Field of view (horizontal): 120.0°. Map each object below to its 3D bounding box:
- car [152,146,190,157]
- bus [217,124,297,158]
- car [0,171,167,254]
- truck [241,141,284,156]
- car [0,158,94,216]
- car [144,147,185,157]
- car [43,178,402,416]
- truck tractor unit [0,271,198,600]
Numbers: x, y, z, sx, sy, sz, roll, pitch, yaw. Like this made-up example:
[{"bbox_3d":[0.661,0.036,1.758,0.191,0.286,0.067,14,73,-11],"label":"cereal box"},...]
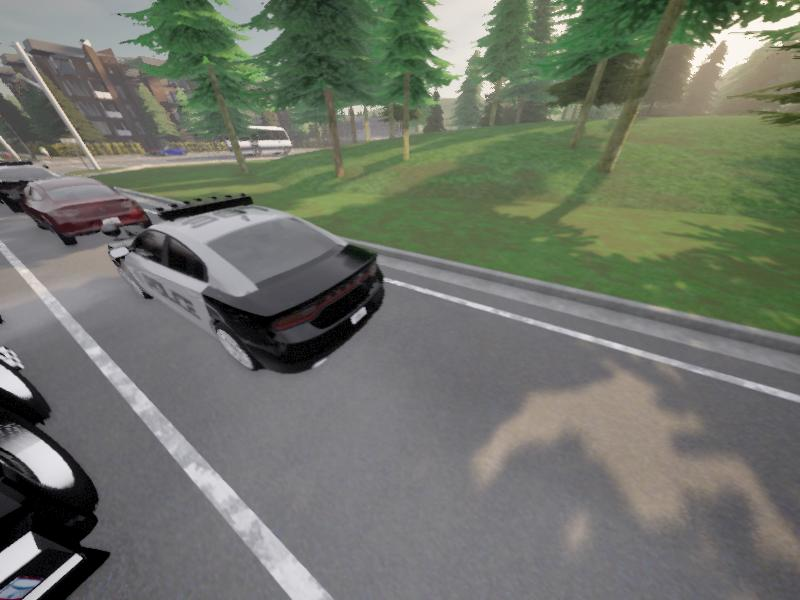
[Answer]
[{"bbox_3d":[-40.285,-26.196,40.721,1.816,1.474,4.193,18,39,24],"label":"car"},{"bbox_3d":[-23.639,-26.979,39.293,3.944,4.253,10.273,18,39,24],"label":"bus"},{"bbox_3d":[-9.546,-2.833,6.892,4.674,1.442,1.812,18,39,24],"label":"car"},{"bbox_3d":[-25.381,-28.255,43.029,2.390,2.098,6.274,18,39,24],"label":"truck"},{"bbox_3d":[-15.945,-4.983,9.861,5.238,1.638,1.930,18,39,24],"label":"car"},{"bbox_3d":[-43.155,-27.276,42.454,1.895,1.301,4.718,18,39,24],"label":"car"},{"bbox_3d":[-2.727,-0.718,3.625,5.238,1.638,1.930,18,39,24],"label":"car"},{"bbox_3d":[-5.123,-0.289,0.765,6.516,4.208,3.053,18,39,24],"label":"truck tractor unit"}]
